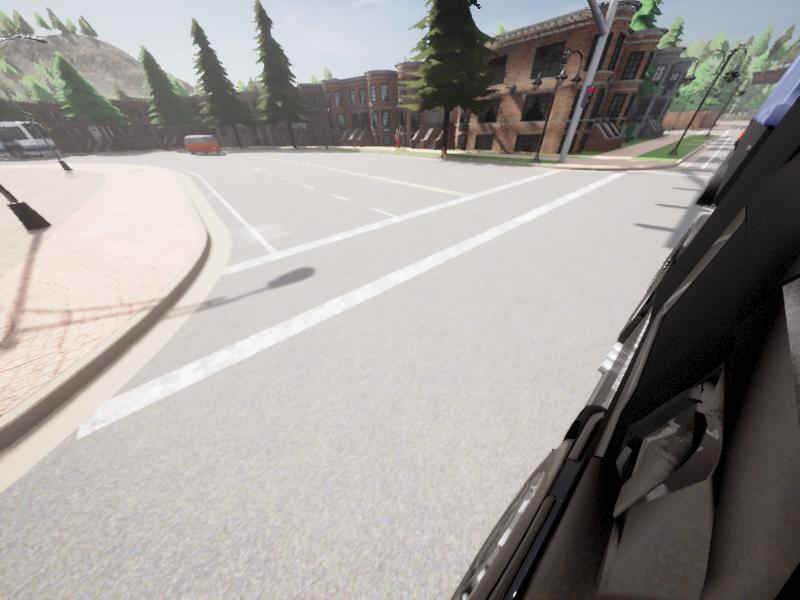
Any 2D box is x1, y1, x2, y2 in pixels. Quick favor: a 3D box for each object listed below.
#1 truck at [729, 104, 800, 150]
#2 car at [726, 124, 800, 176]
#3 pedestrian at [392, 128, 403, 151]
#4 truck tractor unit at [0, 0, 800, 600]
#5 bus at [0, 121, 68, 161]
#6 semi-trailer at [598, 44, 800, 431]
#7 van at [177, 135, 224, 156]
[{"bbox_3d":[27.632,-12.847,17.184,5.204,2.467,2.627,-27,44,-31],"label":"truck"},{"bbox_3d":[17.844,-7.314,11.024,5.238,1.638,1.930,-28,44,-30],"label":"car"},{"bbox_3d":[-0.237,-15.932,22.918,0.751,1.860,0.751,-29,45,-31],"label":"pedestrian"},{"bbox_3d":[2.645,-0.295,0.351,6.516,4.208,3.053,-28,44,-30],"label":"truck tractor unit"},{"bbox_3d":[-55.955,-21.825,31.914,10.273,4.253,3.944,-13,38,-14],"label":"bus"},{"bbox_3d":[8.698,-3.590,4.250,14.254,4.402,2.717,-28,44,-30],"label":"semi-trailer"},{"bbox_3d":[-24.601,-19.099,28.559,4.442,1.987,1.775,12,39,18],"label":"van"}]
